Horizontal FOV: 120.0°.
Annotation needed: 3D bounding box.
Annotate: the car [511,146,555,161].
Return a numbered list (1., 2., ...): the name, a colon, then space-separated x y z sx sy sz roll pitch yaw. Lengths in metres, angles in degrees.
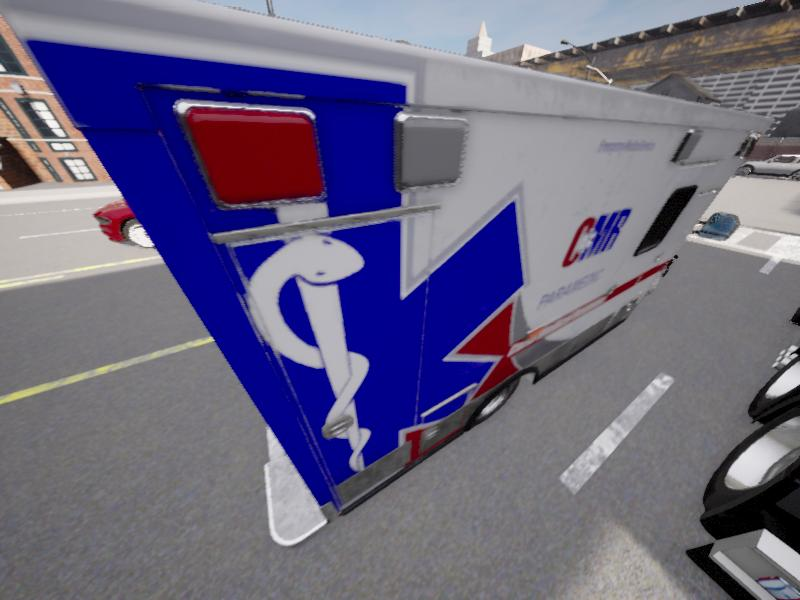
1. car: 17.607 -19.541 30.783 1.812 1.442 4.674 -18 39 -24

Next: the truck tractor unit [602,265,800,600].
1. truck tractor unit: 5.113 -0.298 0.781 6.516 4.208 3.053 -18 39 -24

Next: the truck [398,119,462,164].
1. truck: 3.102 -18.941 27.696 2.891 3.827 8.468 -18 39 -24

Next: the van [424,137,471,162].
1. van: 5.904 -19.648 29.953 2.351 2.431 6.366 -18 39 -24

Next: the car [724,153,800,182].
1. car: 27.427 -9.734 16.871 1.970 1.475 3.806 -18 39 -24

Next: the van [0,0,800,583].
1. van: 1.520 -0.712 2.895 6.366 2.431 2.351 -18 39 -24

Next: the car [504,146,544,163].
1. car: 15.152 -18.020 28.495 1.789 1.549 3.705 -18 39 -24

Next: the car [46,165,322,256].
1. car: -5.116 -2.803 6.581 5.008 1.535 1.882 -18 39 -24
